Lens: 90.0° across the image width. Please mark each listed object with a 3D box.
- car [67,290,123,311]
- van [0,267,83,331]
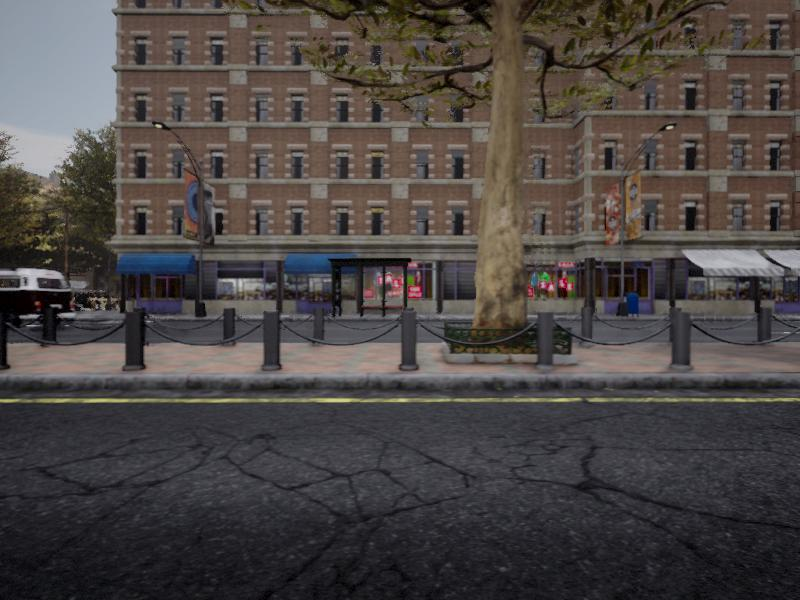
[{"bbox_3d":[-29.387,0.056,38.724,1.932,1.855,4.605,0,0,-1],"label":"car"},{"bbox_3d":[-13.889,-0.027,13.666,4.480,2.038,2.069,0,0,0],"label":"van"}]
